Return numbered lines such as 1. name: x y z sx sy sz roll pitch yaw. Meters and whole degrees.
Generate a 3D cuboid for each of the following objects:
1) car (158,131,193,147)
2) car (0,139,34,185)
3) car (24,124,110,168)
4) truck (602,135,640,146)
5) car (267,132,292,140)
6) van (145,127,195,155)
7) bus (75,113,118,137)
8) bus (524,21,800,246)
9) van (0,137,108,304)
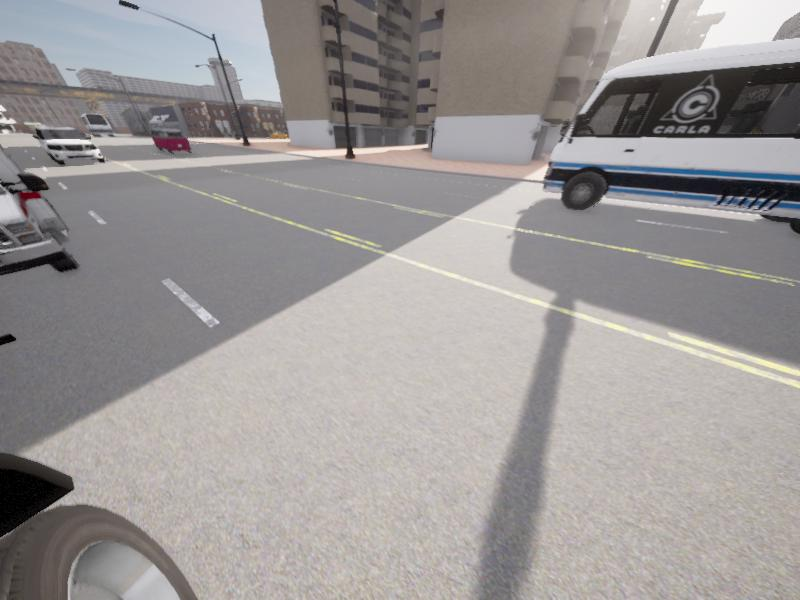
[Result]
1. car: -29.021 -20.868 29.874 3.633 1.501 1.845 24 42 27
2. car: -20.131 -6.662 11.034 4.902 1.511 2.128 24 42 27
3. car: -22.845 -10.660 15.864 5.566 2.045 2.150 25 42 27
4. truck: 52.497 -38.028 55.049 6.274 2.098 2.390 24 42 29
5. car: -29.789 -40.847 57.445 1.882 1.535 5.008 24 42 29
6. van: -22.578 -15.613 22.667 4.442 1.987 1.775 24 42 27
7. bus: -71.492 -41.096 54.422 10.273 4.253 3.944 26 42 30
8. bus: 10.240 -4.574 6.798 10.273 4.253 3.944 23 41 28
9. van: -8.891 -2.058 4.437 6.366 2.431 2.351 23 41 28
